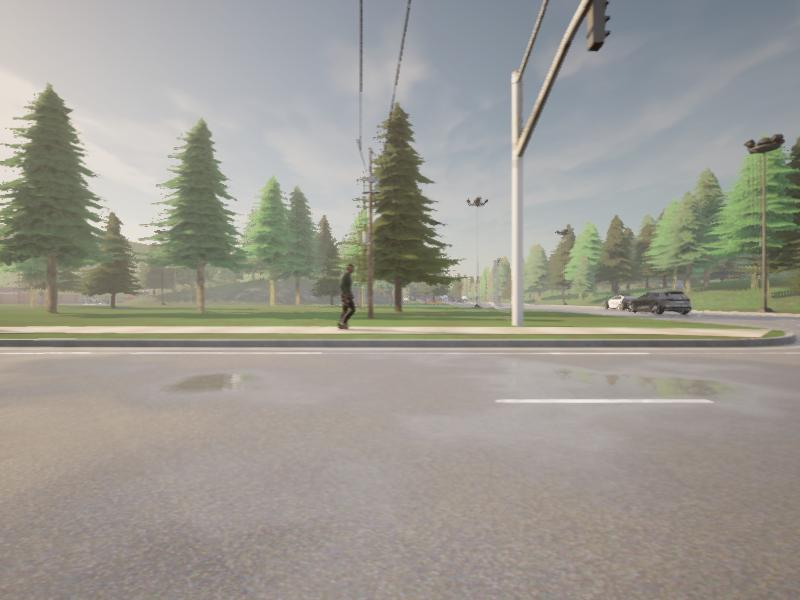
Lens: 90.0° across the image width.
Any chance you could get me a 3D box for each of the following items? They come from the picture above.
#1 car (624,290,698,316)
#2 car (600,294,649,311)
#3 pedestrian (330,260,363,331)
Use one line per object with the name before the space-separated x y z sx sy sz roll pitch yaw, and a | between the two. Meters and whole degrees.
car | 17.596 0.183 27.319 2.033 1.649 4.856 0 0 2
car | 21.385 0.233 38.440 2.038 1.542 4.974 0 0 1
pedestrian | -1.433 -0.113 10.810 0.751 1.860 0.751 0 0 3
